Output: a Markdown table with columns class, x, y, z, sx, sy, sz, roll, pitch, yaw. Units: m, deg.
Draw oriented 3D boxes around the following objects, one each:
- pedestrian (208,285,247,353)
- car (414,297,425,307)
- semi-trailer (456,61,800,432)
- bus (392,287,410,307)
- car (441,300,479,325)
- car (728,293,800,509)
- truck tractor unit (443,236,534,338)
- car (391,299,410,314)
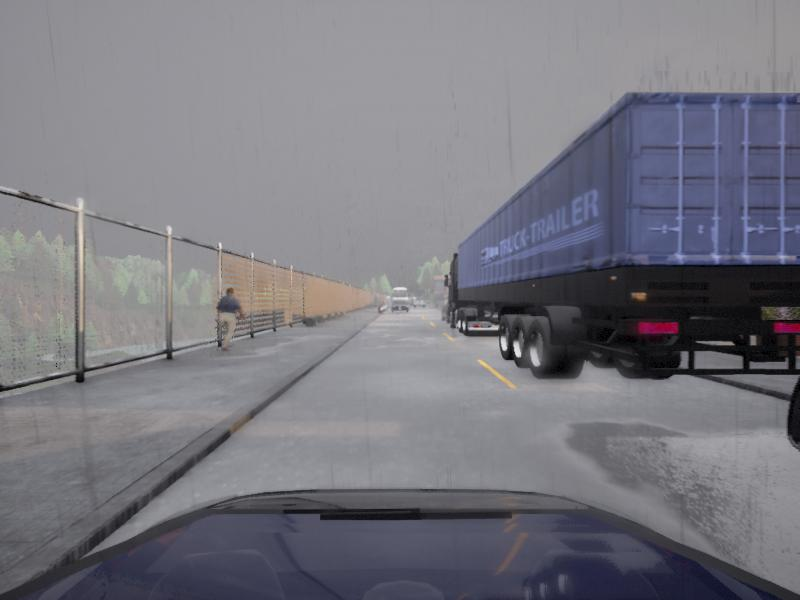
| class | x | y | z | sx | sy | sz | roll | pitch | yaw |
| --- | --- | --- | --- | --- | --- | --- | --- | --- | --- |
| pedestrian | -4.895 | 0.518 | 11.414 | 0.751 | 1.860 | 0.751 | 0 | 0 | 6 |
| car | 4.039 | 0.467 | 84.547 | 2.150 | 2.045 | 5.566 | 0 | 0 | 0 |
| semi-trailer | 4.008 | -0.633 | 11.871 | 2.717 | 4.402 | 14.254 | 0 | 0 | 0 |
| bus | 0.164 | -0.649 | 91.178 | 3.944 | 4.253 | 10.273 | 0 | 0 | 0 |
| car | 4.013 | 0.789 | 27.570 | 1.882 | 1.535 | 5.008 | 0 | 0 | 0 |
| car | 4.000 | 0.769 | 1.082 | 1.930 | 1.638 | 5.238 | 0 | 0 | 0 |
| truck tractor unit | 4.008 | -0.540 | 19.784 | 3.053 | 4.208 | 6.516 | 0 | 0 | 0 |
| car | 0.023 | 0.721 | 48.244 | 2.152 | 1.651 | 5.027 | 0 | 0 | 0 |
